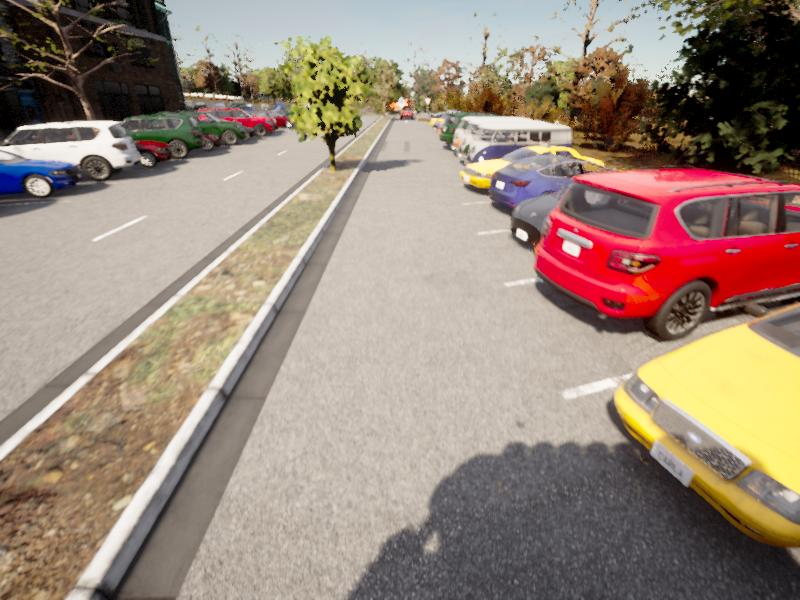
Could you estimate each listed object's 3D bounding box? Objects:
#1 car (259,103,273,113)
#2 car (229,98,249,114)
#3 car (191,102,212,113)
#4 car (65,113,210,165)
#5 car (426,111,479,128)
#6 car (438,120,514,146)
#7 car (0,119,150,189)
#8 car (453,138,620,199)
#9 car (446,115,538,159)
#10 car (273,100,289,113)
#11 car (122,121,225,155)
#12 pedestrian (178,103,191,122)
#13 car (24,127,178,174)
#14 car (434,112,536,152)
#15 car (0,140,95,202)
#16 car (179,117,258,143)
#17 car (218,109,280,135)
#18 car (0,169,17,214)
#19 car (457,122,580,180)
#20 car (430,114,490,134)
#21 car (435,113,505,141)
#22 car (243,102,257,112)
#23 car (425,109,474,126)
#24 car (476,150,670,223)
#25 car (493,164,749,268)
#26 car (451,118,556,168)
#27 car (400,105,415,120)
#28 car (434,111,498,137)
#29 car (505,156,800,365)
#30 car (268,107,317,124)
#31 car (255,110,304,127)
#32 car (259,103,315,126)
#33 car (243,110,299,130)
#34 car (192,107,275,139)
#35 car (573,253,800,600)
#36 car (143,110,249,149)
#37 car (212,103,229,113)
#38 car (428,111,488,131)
[{"bbox_3d":[-26.078,-37.243,77.631,2.231,1.521,4.892,-7,26,-17],"label":"car"},{"bbox_3d":[-24.975,-30.153,62.156,2.435,2.045,5.566,-8,27,-17],"label":"car"},{"bbox_3d":[-30.907,-30.033,62.428,2.231,1.521,4.892,-8,27,-16],"label":"car"},{"bbox_3d":[-13.110,-8.397,20.610,5.566,2.045,2.435,-9,29,-17],"label":"car"},{"bbox_3d":[5.477,-19.011,42.029,4.892,1.521,2.231,-8,28,-17],"label":"car"},{"bbox_3d":[5.225,-11.608,27.698,4.674,1.452,2.002,-8,29,-17],"label":"car"},{"bbox_3d":[-13.205,-5.653,15.266,5.566,2.045,2.435,-10,29,-17],"label":"car"},{"bbox_3d":[4.825,-4.823,14.384,5.366,1.575,1.946,-8,29,-17],"label":"car"},{"bbox_3d":[5.026,-9.110,22.246,4.442,1.987,1.878,-8,29,-17],"label":"car"},{"bbox_3d":[-23.073,-37.429,77.466,2.435,2.045,5.566,-8,26,-17],"label":"car"},{"bbox_3d":[-13.009,-9.532,23.436,4.792,1.488,2.163,-9,28,-17],"label":"car"},{"bbox_3d":[-23.111,-20.128,42.912,0.751,1.860,0.751,-10,27,-21],"label":"pedestrian"},{"bbox_3d":[-13.134,-6.808,18.066,5.008,1.535,2.097,-9,28,-17],"label":"car"},{"bbox_3d":[5.208,-10.514,24.930,5.566,2.045,2.435,-8,28,-17],"label":"car"},{"bbox_3d":[-13.228,-4.064,12.719,5.008,1.535,2.097,-9,28,-17],"label":"car"},{"bbox_3d":[-12.915,-12.277,28.784,4.792,1.488,2.163,-9,28,-17],"label":"car"},{"bbox_3d":[-12.807,-15.157,34.056,4.553,1.767,2.185,-9,29,-17],"label":"car"},{"bbox_3d":[-13.165,-2.911,9.977,4.442,1.987,1.878,-10,28,-17],"label":"car"},{"bbox_3d":[4.941,-6.390,16.949,4.442,1.987,1.878,-8,29,-17],"label":"car"},{"bbox_3d":[5.346,-15.881,35.994,4.792,1.488,2.163,-8,29,-17],"label":"car"},{"bbox_3d":[5.240,-13.114,30.266,4.553,1.767,2.185,-8,28,-17],"label":"car"},{"bbox_3d":[-29.091,-37.393,77.619,2.185,1.767,4.553,-8,26,-17],"label":"car"},{"bbox_3d":[5.544,-20.562,45.047,4.892,1.521,2.231,-8,29,-17],"label":"car"},{"bbox_3d":[4.983,-3.467,11.821,4.792,1.488,2.163,-8,28,-17],"label":"car"},{"bbox_3d":[4.887,-2.096,9.150,4.792,1.488,2.163,-8,29,-17],"label":"car"},{"bbox_3d":[4.983,-7.750,19.598,4.442,1.987,1.878,-8,29,-17],"label":"car"},{"bbox_3d":[1.006,-25.681,54.785,1.851,1.617,3.988,2,28,3],"label":"car"},{"bbox_3d":[5.349,-14.479,32.925,4.553,1.767,2.185,-8,29,-17],"label":"car"},{"bbox_3d":[4.902,-0.998,6.399,5.566,2.045,2.435,-8,28,-17],"label":"car"},{"bbox_3d":[-12.720,-21.929,47.463,5.366,1.575,1.946,-10,29,-16],"label":"car"},{"bbox_3d":[-12.663,-19.142,42.175,4.674,1.452,2.002,-9,28,-16],"label":"car"},{"bbox_3d":[-12.630,-20.778,44.707,5.566,2.045,2.435,-9,29,-16],"label":"car"},{"bbox_3d":[-12.727,-17.793,39.467,5.008,1.535,2.097,-9,28,-16],"label":"car"},{"bbox_3d":[-12.869,-13.901,31.333,5.566,2.045,2.435,-9,28,-17],"label":"car"},{"bbox_3d":[4.666,0.613,3.797,5.366,1.575,1.946,-8,29,-18],"label":"car"},{"bbox_3d":[-12.967,-11.155,25.983,5.566,2.045,2.435,-9,28,-17],"label":"car"},{"bbox_3d":[-27.950,-29.951,62.378,2.002,1.452,4.674,-8,27,-17],"label":"car"},{"bbox_3d":[5.600,-17.492,39.069,5.366,1.575,1.946,-8,28,-17],"label":"car"}]
